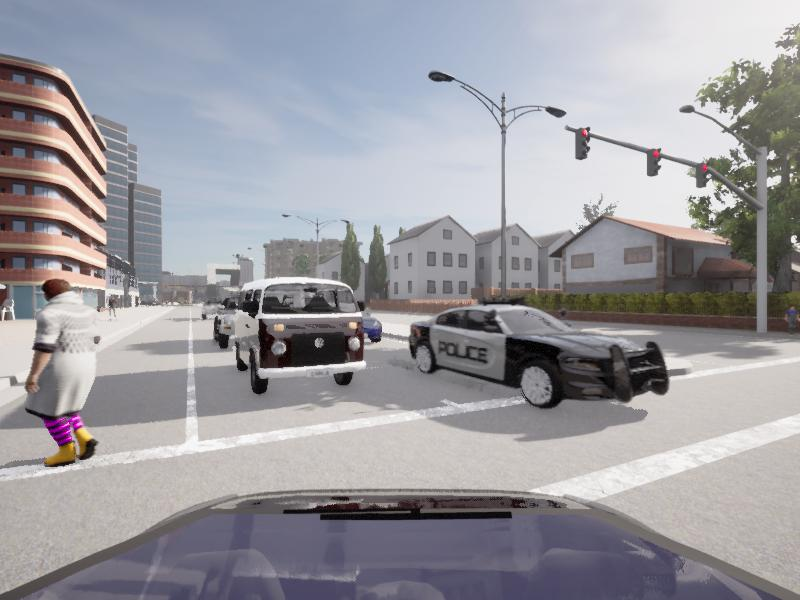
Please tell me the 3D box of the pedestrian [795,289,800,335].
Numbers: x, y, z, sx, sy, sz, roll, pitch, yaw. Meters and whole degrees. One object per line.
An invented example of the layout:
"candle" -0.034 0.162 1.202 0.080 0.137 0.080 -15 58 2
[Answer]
"pedestrian" 16.775 0.491 16.285 0.751 1.860 0.751 0 0 -17

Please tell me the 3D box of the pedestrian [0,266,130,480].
"pedestrian" -3.243 0.637 3.869 0.751 1.860 0.751 0 0 2

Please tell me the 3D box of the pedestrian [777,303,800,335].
"pedestrian" 16.230 0.771 16.559 0.751 1.300 0.751 0 0 27

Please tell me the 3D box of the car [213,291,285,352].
"car" -5.661 0.652 14.604 1.932 1.855 4.605 0 0 -28

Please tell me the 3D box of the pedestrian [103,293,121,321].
"pedestrian" -19.410 0.485 27.007 0.751 1.860 0.751 0 0 -14

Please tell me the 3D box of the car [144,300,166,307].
"car" -59.491 0.771 97.090 5.238 1.638 1.930 0 0 22

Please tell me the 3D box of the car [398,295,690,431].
"car" 2.067 0.771 7.592 1.930 1.638 5.238 0 0 -29

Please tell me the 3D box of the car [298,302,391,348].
"car" -2.410 0.851 15.935 2.163 1.488 4.792 0 0 -28

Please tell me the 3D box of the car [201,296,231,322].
"car" -14.763 0.650 31.964 1.932 1.855 4.605 0 0 -28

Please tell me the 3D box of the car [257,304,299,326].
"car" -8.424 0.944 27.403 1.895 1.301 4.718 0 0 -28

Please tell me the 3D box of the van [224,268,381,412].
"van" -2.275 0.571 8.144 2.069 2.038 4.480 0 0 -28
